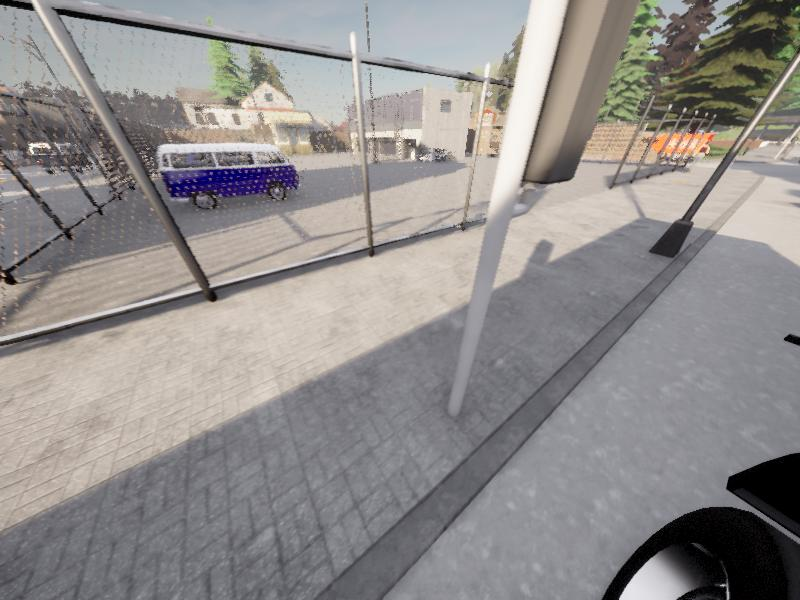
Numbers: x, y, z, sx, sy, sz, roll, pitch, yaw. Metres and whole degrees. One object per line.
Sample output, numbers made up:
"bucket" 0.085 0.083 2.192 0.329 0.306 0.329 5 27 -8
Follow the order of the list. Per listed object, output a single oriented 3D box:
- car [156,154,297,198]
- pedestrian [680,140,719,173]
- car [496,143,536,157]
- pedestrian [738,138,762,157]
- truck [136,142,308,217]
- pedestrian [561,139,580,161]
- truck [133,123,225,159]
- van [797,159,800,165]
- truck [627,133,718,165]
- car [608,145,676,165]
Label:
"car" -8.552 -6.578 11.955 5.357 1.415 2.033 -22 41 -28
"pedestrian" 20.225 -9.690 15.632 0.751 1.860 0.751 -22 41 -28
"car" 16.244 -21.273 32.678 1.812 1.442 4.674 -22 41 -28
"pedestrian" 42.284 -18.495 27.954 0.751 1.860 0.751 -28 44 -33
"truck" -6.419 -4.916 9.040 4.478 2.038 2.069 -22 41 -28
"pedestrian" 17.449 -15.338 23.658 0.751 1.860 0.751 -22 41 -28
"truck" -31.575 -23.129 33.621 2.891 3.827 8.468 24 42 31
"van" 39.517 -13.998 21.235 5.915 2.561 1.988 -22 41 -28
"truck" 28.036 -15.898 24.106 2.627 2.467 5.204 -22 42 -27
"car" 24.229 -14.734 23.320 1.816 1.474 4.193 -22 41 -28
